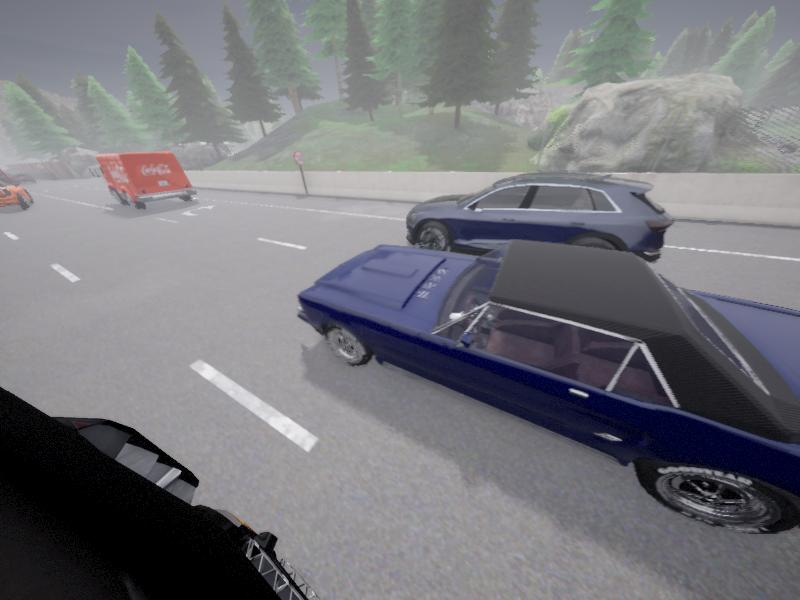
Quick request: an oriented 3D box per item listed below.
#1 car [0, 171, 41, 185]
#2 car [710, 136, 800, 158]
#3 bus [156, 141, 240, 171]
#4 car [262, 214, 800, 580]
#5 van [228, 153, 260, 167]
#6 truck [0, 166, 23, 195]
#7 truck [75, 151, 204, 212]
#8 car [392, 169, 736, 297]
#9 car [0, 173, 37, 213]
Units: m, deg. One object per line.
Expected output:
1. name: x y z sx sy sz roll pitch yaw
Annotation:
1. car: -52.702 -16.615 31.487 4.792 1.488 2.163 7 35 14
2. car: 34.143 -14.771 22.289 2.038 1.542 4.974 2 34 7
3. bus: -37.170 -27.117 43.301 3.944 4.253 10.273 15 37 25
4. car: 1.126 0.168 2.440 4.718 1.301 1.895 15 38 25
5. van: -31.339 -28.291 46.633 2.069 2.038 4.480 15 37 25
6. truck: -39.572 -11.830 21.201 8.468 3.827 2.891 15 38 25
7. truck: -14.165 -6.604 12.694 5.204 2.467 2.627 15 38 25
8. car: 2.482 -1.810 5.017 4.856 1.649 2.033 15 38 25
9. car: -24.063 -6.317 13.599 4.553 1.767 2.097 23 41 33
